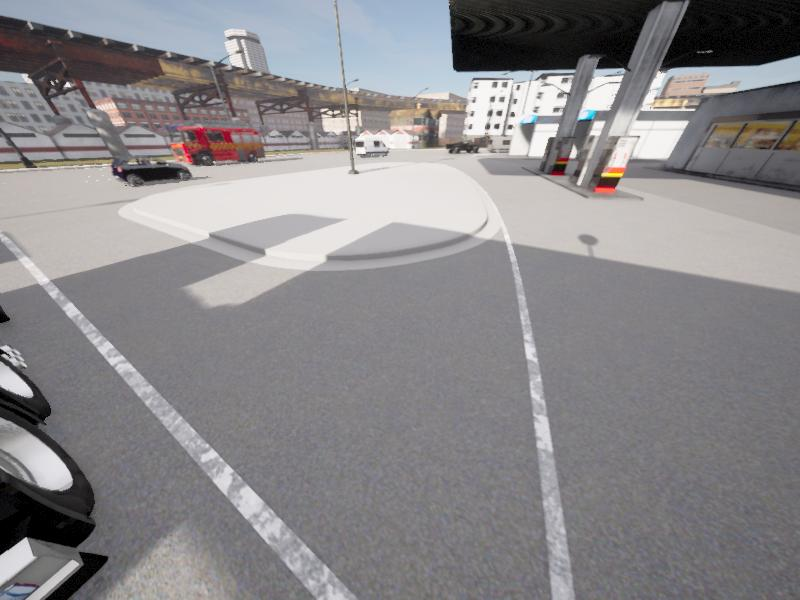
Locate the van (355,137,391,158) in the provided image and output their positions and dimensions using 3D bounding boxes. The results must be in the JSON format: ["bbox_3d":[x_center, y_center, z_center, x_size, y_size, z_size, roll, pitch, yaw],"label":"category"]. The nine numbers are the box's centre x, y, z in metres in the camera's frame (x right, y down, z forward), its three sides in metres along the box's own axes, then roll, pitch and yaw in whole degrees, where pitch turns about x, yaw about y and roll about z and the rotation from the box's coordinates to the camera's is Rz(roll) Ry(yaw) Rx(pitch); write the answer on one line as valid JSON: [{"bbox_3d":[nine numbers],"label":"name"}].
[{"bbox_3d":[-4.073,-23.731,35.878,1.988,2.561,5.915,22,41,29],"label":"van"}]

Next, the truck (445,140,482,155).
[{"bbox_3d":[11.555,-27.918,42.155,6.274,2.098,2.390,-15,37,-20],"label":"truck"}]

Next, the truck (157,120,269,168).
[{"bbox_3d":[-19.845,-17.241,25.555,2.891,3.827,8.468,18,39,24],"label":"truck"}]

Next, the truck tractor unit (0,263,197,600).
[{"bbox_3d":[-5.110,-0.302,0.780,6.516,4.208,3.053,18,39,24],"label":"truck tractor unit"}]

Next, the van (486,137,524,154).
[{"bbox_3d":[19.700,-29.261,43.637,5.915,2.561,1.988,-5,35,-7],"label":"van"}]

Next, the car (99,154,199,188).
[{"bbox_3d":[-15.675,-8.285,14.672,1.845,1.501,3.633,17,38,24],"label":"car"}]
